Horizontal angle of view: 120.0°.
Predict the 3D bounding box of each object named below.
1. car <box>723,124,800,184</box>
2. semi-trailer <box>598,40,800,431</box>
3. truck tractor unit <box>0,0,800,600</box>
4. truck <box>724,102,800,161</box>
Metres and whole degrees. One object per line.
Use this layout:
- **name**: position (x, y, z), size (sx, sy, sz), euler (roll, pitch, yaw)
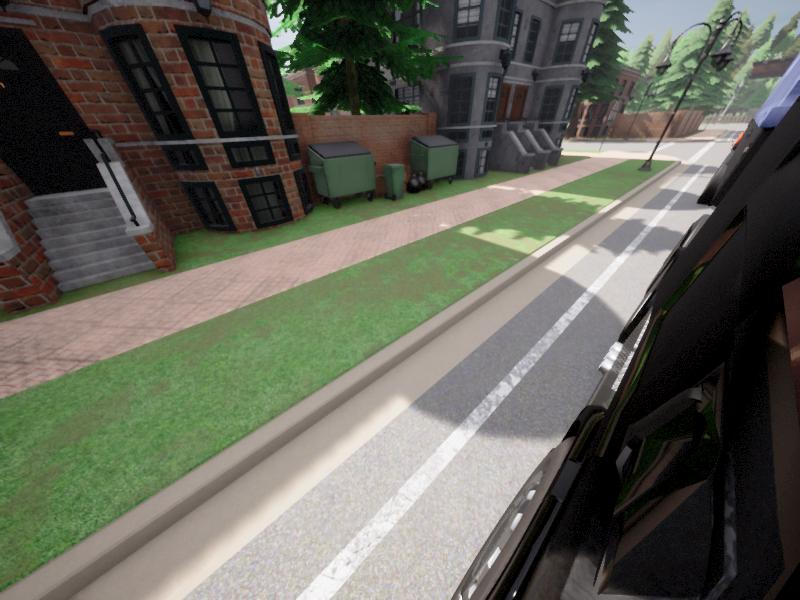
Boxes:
- **car**: position (16.108, -6.389, 9.861), size (5.238, 1.638, 1.930), euler (-28, 44, -30)
- **semi-trailer**: position (8.695, -3.602, 4.237), size (14.254, 4.402, 2.717), euler (-28, 44, -30)
- **truck tractor unit**: position (2.645, -0.295, 0.351), size (6.516, 4.208, 3.053), euler (-28, 44, -30)
- **truck**: position (22.263, -10.012, 13.632), size (5.204, 2.467, 2.627), euler (-28, 44, -30)
